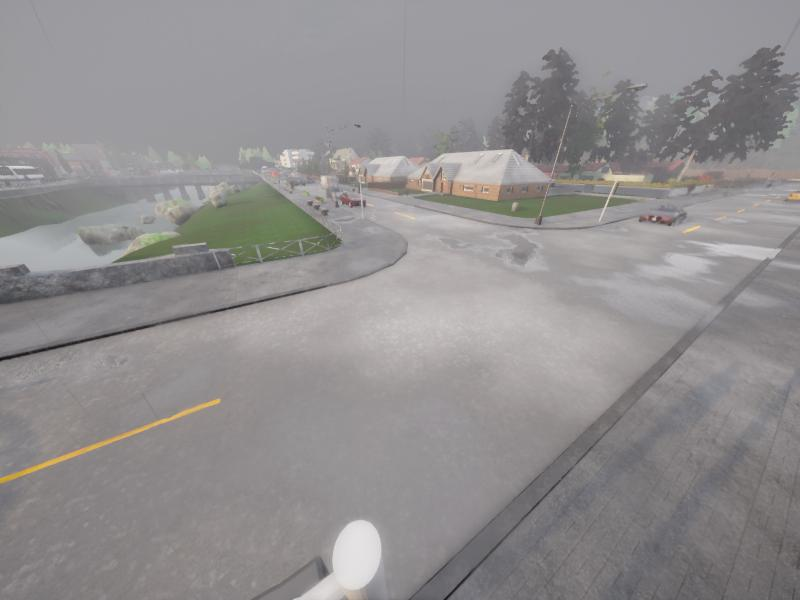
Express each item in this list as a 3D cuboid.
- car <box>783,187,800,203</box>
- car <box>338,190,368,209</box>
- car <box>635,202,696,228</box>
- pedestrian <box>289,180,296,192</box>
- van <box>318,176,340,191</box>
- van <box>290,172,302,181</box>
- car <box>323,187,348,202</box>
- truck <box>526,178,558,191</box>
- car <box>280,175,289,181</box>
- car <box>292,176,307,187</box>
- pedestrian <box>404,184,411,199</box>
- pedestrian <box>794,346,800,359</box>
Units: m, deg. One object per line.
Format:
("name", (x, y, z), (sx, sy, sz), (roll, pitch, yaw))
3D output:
("car", (55.088, -14.415, 31.606), (5.366, 1.575, 1.801), (-16, 34, -25))
("car", (-5.702, -12.128, 27.683), (1.882, 1.535, 5.008), (-16, 34, -25))
("car", (21.860, -7.052, 19.060), (4.181, 1.385, 1.994), (-16, 34, -26))
("pedestrian", (-19.552, -20.679, 41.914), (0.751, 1.860, 0.751), (-16, 34, -26))
("van", (-14.793, -24.369, 47.994), (2.351, 2.431, 6.366), (-16, 34, -26))
("van", (-35.920, -42.689, 79.716), (2.351, 2.431, 6.366), (-16, 34, -26))
("car", (-9.247, -15.166, 32.957), (2.007, 1.525, 4.514), (-16, 34, -26))
("truck", (27.281, -22.337, 44.478), (2.069, 2.038, 4.478), (-16, 34, -26))
("car", (-38.326, -40.402, 76.602), (2.038, 1.542, 4.974), (-16, 34, -26))
("car", (-23.792, -27.999, 54.667), (2.150, 2.045, 5.566), (-16, 33, -26))
("pedestrian", (1.040, -15.696, 33.283), (0.751, 1.860, 0.751), (-16, 34, -26))
("pedestrian", (10.048, 0.639, 4.990), (0.751, 1.860, 0.751), (-15, 33, -24))
